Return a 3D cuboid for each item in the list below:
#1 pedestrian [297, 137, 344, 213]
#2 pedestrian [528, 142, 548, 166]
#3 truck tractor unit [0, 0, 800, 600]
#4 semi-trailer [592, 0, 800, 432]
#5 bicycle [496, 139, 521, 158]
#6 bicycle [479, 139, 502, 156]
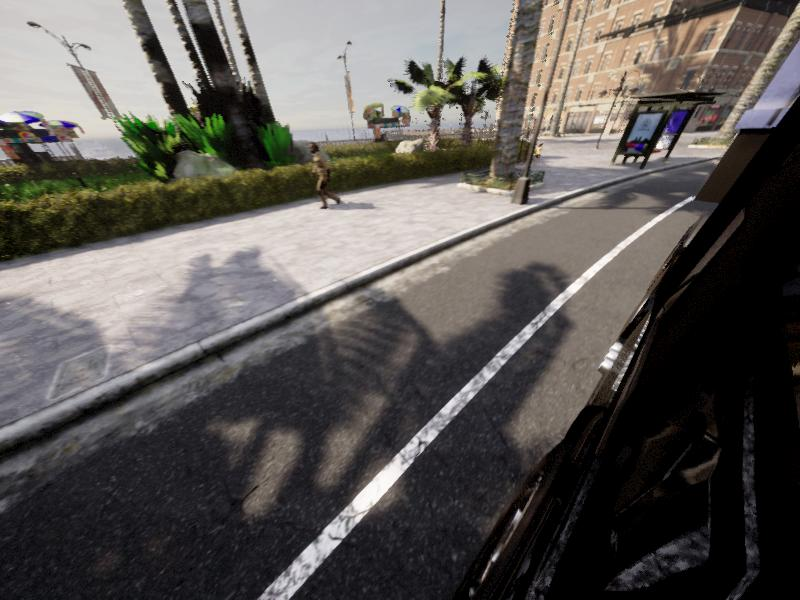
[{"bbox_3d":[-2.334,-3.725,6.920,0.751,1.860,0.751,-21,40,-23],"label":"pedestrian"},{"bbox_3d":[7.635,-8.105,12.818,0.500,1.100,0.500,-17,39,-19],"label":"pedestrian"},{"bbox_3d":[2.645,-0.295,0.352,6.516,4.208,3.053,-28,44,-30],"label":"truck tractor unit"},{"bbox_3d":[9.077,-3.309,3.825,14.254,4.402,2.717,-23,41,-25],"label":"semi-trailer"},{"bbox_3d":[8.014,-11.203,17.066,1.643,1.024,0.373,-15,38,-16],"label":"bicycle"},{"bbox_3d":[7.269,-12.300,18.579,1.643,1.024,0.373,-15,38,-16],"label":"bicycle"}]
